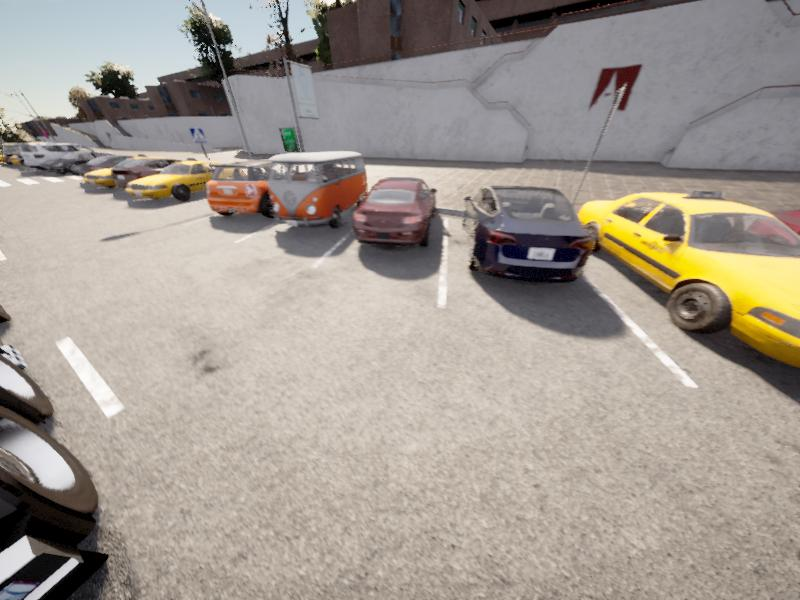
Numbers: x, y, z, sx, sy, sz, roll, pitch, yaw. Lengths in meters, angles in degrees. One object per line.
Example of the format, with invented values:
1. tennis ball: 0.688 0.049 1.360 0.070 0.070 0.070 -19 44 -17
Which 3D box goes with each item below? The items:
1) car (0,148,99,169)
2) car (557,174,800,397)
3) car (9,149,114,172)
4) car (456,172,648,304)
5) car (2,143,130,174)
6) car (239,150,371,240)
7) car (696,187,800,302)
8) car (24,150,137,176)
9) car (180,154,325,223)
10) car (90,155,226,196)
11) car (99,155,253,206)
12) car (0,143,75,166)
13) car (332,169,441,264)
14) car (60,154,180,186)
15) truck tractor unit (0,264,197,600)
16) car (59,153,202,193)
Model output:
1. car: -36.084 -14.854 24.083 1.946 1.575 5.366 6 35 8
2. car: 5.180 -1.050 4.136 1.946 1.575 5.366 6 35 8
3. car: -30.946 -13.065 21.472 2.097 1.535 5.008 6 35 8
4. car: 2.623 -1.981 5.569 2.163 1.488 4.792 6 35 8
5. car: -28.369 -12.442 20.122 2.435 2.045 5.566 6 35 8
6. car: -2.556 -3.801 7.764 1.878 1.987 4.442 6 35 8
7. car: 7.787 -0.272 3.044 2.163 1.488 4.792 6 35 8
8. car: -25.779 -11.372 19.016 2.231 1.521 4.892 6 35 8
9. car: -5.137 -4.622 9.121 2.185 1.767 4.553 6 35 8
10. car: -12.877 -7.097 12.927 2.163 1.488 4.792 6 35 8
11. car: -10.326 -6.146 11.511 1.946 1.575 5.366 6 35 8
12. car: -41.296 -16.552 26.178 1.878 1.987 4.442 6 35 8
13. car: 0.034 -2.800 6.778 2.002 1.452 4.674 6 35 8
14. car: -18.046 -8.782 15.352 2.002 1.452 4.674 6 35 8
15. truck tractor unit: -5.118 -0.294 0.778 6.516 4.208 3.053 18 39 24
16. car: -15.491 -7.862 13.955 1.946 1.575 5.366 6 35 8
